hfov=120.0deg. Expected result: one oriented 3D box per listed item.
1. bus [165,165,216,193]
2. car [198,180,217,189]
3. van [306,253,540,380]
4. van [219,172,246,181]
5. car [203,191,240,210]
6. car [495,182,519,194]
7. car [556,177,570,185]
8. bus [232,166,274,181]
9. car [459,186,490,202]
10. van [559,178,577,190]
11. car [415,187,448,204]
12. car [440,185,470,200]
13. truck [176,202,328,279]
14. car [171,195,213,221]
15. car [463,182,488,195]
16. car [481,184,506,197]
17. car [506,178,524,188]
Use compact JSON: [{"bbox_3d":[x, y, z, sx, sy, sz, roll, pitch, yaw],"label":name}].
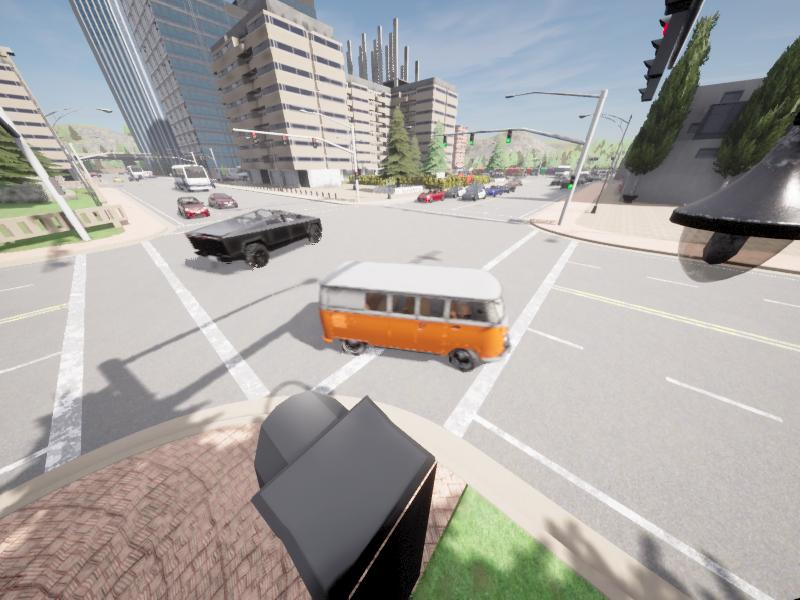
[{"bbox_3d":[-39.050,-22.611,42.918,10.273,4.253,3.944,23,37,34],"label":"bus"},{"bbox_3d":[-40.872,-24.541,49.037,4.193,1.474,1.816,23,37,34],"label":"car"},{"bbox_3d":[0.410,0.234,5.614,4.442,1.987,1.775,5,30,9],"label":"van"},{"bbox_3d":[-54.541,-40.466,75.548,2.351,2.431,6.366,23,37,34],"label":"van"},{"bbox_3d":[-20.100,-11.219,25.995,4.674,1.442,1.812,23,37,34],"label":"car"},{"bbox_3d":[18.843,-19.664,40.553,2.128,1.511,4.902,23,37,34],"label":"car"},{"bbox_3d":[42.666,-31.185,60.373,2.033,1.649,4.856,23,37,34],"label":"car"},{"bbox_3d":[-48.457,-42.037,76.444,3.944,4.253,10.273,23,37,34],"label":"bus"},{"bbox_3d":[10.255,-14.559,31.692,2.038,1.542,4.974,23,37,34],"label":"car"},{"bbox_3d":[33.827,-23.351,46.462,1.775,1.987,4.442,23,37,34],"label":"van"},{"bbox_3d":[4.201,-13.723,30.248,2.007,1.525,4.514,24,38,35],"label":"car"},{"bbox_3d":[8.260,-16.092,34.347,2.038,1.542,4.974,23,37,34],"label":"car"},{"bbox_3d":[-6.727,-3.467,11.910,2.390,2.098,6.274,10,32,16],"label":"truck"},{"bbox_3d":[-19.080,-8.535,21.181,3.988,1.617,1.851,24,38,36],"label":"car"},{"bbox_3d":[12.734,-18.797,38.936,2.033,1.649,4.856,23,37,34],"label":"car"},{"bbox_3d":[14.747,-17.231,36.324,2.007,1.525,4.514,23,37,34],"label":"car"},{"bbox_3d":[26.507,-26.958,53.162,2.242,1.667,4.611,23,37,34],"label":"car"}]
